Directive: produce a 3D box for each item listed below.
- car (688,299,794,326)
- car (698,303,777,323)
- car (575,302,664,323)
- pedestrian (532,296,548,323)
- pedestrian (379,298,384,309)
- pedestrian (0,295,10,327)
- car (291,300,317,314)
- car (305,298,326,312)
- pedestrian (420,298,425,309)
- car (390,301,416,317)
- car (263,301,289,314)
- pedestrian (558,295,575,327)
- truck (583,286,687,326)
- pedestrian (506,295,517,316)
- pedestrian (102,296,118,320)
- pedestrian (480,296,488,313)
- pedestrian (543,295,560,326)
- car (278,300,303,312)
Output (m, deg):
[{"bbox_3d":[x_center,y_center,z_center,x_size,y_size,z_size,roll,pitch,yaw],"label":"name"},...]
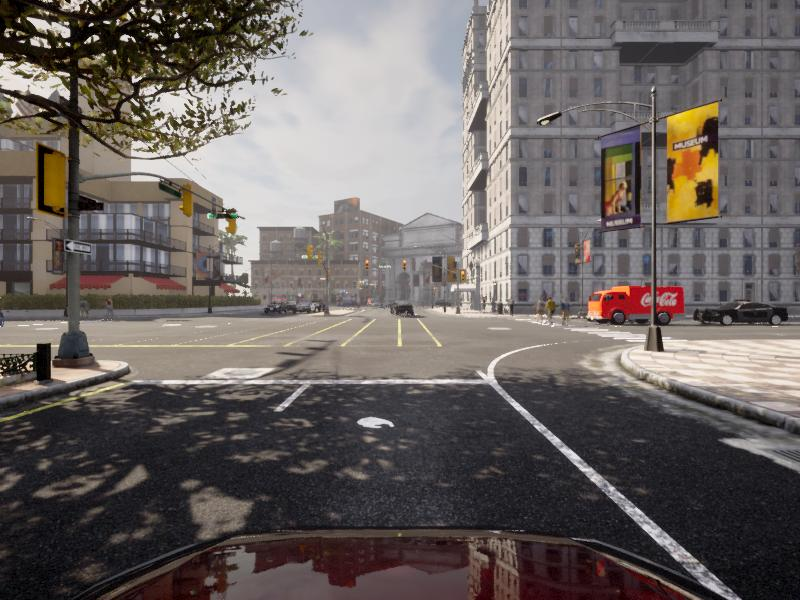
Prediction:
[{"bbox_3d":[21.859,0.770,25.810,5.238,1.638,1.930,0,0,0],"label":"car"},{"bbox_3d":[24.659,0.907,29.326,4.181,1.385,1.994,0,0,-1],"label":"car"},{"bbox_3d":[15.955,0.894,29.283,5.357,1.411,2.033,0,0,0],"label":"car"},{"bbox_3d":[9.702,0.636,27.758,0.751,1.860,0.751,0,0,-6],"label":"pedestrian"},{"bbox_3d":[-3.215,0.636,70.198,0.751,1.860,0.751,0,0,1],"label":"pedestrian"},{"bbox_3d":[-23.582,0.637,23.447,0.751,1.860,0.751,0,0,3],"label":"pedestrian"},{"bbox_3d":[-11.489,0.825,48.237,2.038,1.542,4.974,0,0,0],"label":"car"},{"bbox_3d":[-11.485,0.651,54.488,1.932,1.855,4.605,0,0,0],"label":"car"},{"bbox_3d":[3.921,0.636,70.077,0.751,1.860,0.751,0,0,-7],"label":"pedestrian"},{"bbox_3d":[0.254,0.844,40.440,1.837,1.490,4.892,-1,0,-9],"label":"car"},{"bbox_3d":[-14.984,0.852,48.417,1.970,1.475,3.806,0,0,0],"label":"car"},{"bbox_3d":[9.855,0.637,23.723,0.751,1.860,0.751,0,0,10],"label":"pedestrian"},{"bbox_3d":[14.979,0.356,25.775,5.204,2.467,2.627,0,0,0],"label":"truck"},{"bbox_3d":[9.910,0.484,35.497,0.751,1.860,0.751,0,0,-2],"label":"pedestrian"},{"bbox_3d":[-22.817,0.636,31.462,0.751,1.860,0.751,0,0,0],"label":"pedestrian"},{"bbox_3d":[9.416,0.484,44.642,0.751,1.860,0.751,0,0,3],"label":"pedestrian"},{"bbox_3d":[9.343,0.637,24.720,0.751,1.860,0.751,0,0,1],"label":"pedestrian"},{"bbox_3d":[-14.985,0.770,55.106,1.930,1.638,5.238,0,0,0],"label":"car"}]
